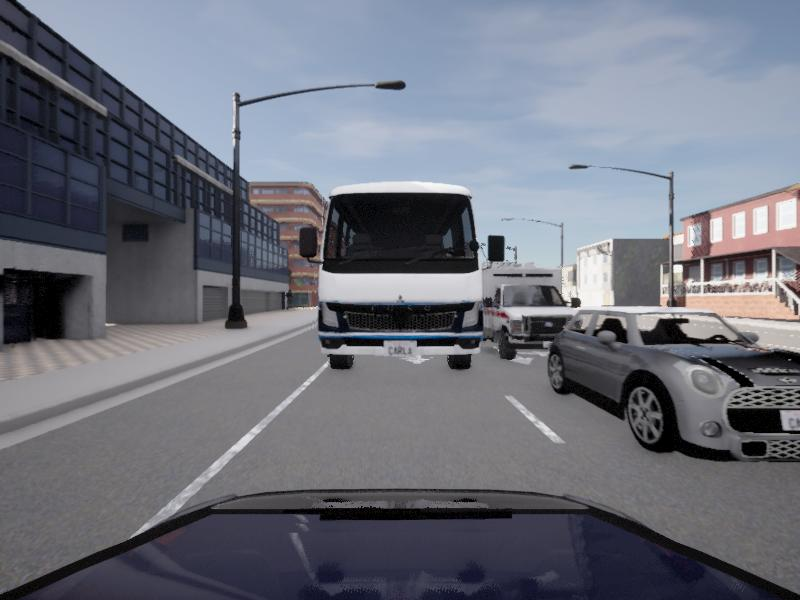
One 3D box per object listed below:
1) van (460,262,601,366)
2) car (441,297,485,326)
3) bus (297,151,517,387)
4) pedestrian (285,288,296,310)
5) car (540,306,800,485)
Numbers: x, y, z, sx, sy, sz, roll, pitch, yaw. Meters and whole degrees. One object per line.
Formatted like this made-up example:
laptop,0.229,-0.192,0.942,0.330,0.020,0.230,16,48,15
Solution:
van,3.521,0.289,12.553,2.351,2.431,6.366,0,1,0
car,3.535,0.569,23.201,1.812,1.442,4.674,0,1,0
bus,0.142,-0.621,12.351,3.944,4.253,10.273,0,1,0
pedestrian,-9.506,-0.057,34.641,0.751,1.860,0.751,0,0,2
car,3.512,0.845,5.338,1.970,1.475,3.806,0,0,0
